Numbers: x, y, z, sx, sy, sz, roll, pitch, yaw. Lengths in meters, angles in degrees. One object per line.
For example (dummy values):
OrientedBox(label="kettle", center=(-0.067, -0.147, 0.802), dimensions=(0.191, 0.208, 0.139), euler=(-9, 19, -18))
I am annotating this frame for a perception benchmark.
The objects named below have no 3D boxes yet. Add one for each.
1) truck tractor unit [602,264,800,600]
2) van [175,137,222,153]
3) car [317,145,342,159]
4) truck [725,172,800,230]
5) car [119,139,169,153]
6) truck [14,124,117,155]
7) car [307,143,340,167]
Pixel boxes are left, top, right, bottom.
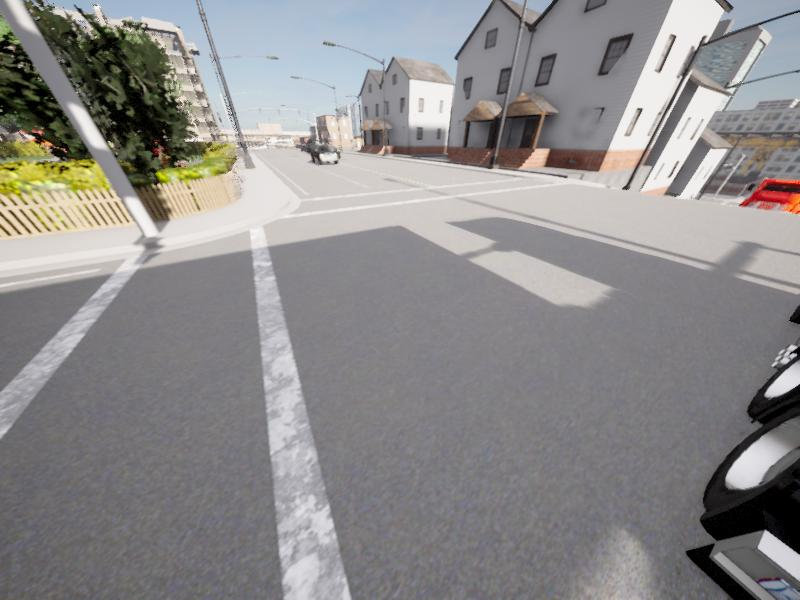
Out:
OrientedBox(label="truck tractor unit", center=(5.110, -0.302, 0.783), dimensions=(6.516, 4.208, 3.053), euler=(-18, 39, -24))
OrientedBox(label="van", center=(-39.443, -30.616, 45.543), dimensions=(6.366, 2.431, 2.351), euler=(-17, 39, -24))
OrientedBox(label="car", center=(-10.411, -21.794, 33.898), dimensions=(2.038, 1.542, 4.974), euler=(-18, 38, -24))
OrientedBox(label="truck", center=(24.737, -6.443, 15.286), dimensions=(5.204, 2.467, 2.627), euler=(-6, 32, -32))
OrientedBox(label="car", center=(-46.686, -28.203, 42.345), dimensions=(5.566, 2.045, 2.150), euler=(-17, 39, -24))
OrientedBox(label="truck", center=(-54.588, -26.516, 38.294), dimensions=(8.468, 3.827, 2.891), euler=(-17, 38, -23))
OrientedBox(label="car", center=(-8.260, -15.728, 24.886), dimensions=(1.932, 1.855, 4.605), euler=(-18, 40, -25))
